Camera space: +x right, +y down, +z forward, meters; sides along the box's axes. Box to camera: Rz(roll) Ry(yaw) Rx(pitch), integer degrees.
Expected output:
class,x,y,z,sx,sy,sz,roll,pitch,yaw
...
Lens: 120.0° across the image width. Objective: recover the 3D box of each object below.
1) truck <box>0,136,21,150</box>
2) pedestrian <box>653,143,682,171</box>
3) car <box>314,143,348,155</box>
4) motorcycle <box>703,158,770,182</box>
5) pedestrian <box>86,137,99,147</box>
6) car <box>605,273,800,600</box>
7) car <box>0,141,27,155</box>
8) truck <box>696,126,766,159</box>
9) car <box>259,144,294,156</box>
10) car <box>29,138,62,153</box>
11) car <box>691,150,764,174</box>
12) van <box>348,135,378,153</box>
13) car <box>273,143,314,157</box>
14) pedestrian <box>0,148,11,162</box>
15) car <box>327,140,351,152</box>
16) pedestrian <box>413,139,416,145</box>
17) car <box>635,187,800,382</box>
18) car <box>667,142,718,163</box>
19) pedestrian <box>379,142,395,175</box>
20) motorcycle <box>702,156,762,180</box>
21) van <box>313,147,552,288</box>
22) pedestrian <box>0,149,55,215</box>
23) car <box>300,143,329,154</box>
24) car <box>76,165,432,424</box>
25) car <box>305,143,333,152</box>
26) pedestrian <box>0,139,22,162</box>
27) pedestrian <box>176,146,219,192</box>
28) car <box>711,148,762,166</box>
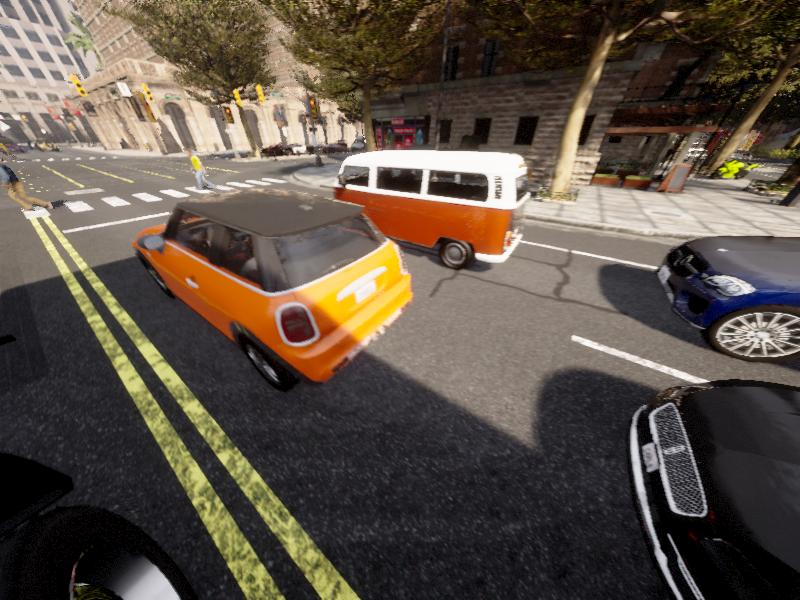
class,x,y,z,sx,sy,sz,roll,pitch,yaw
truck,-73.998,-29.401,43.205,6.274,2.098,2.390,22,41,28
pedestrian,21.623,-11.584,18.707,0.751,1.860,0.751,-27,44,-34
car,-11.464,-25.389,38.737,2.033,1.411,5.357,22,40,27
motorcycle,20.931,-8.131,14.436,2.033,1.145,0.803,3,45,3
pedestrian,-69.849,-35.943,52.460,0.751,1.860,0.751,18,39,23
car,3.721,1.650,0.314,4.892,1.490,1.837,21,40,27
car,-56.769,-22.228,33.712,4.193,1.474,1.816,22,40,27
truck,51.094,-24.595,36.125,2.891,3.827,8.468,22,40,27
car,-18.700,-22.907,35.153,1.994,1.385,4.181,22,40,27
car,-57.567,-25.159,37.524,4.605,1.855,1.932,22,40,27
car,28.842,-12.411,20.613,2.231,1.521,4.892,22,40,27
van,-6.837,-29.709,43.938,1.988,2.561,5.915,22,40,27
car,-15.507,-22.087,33.878,2.038,1.542,4.974,22,40,27
pedestrian,-40.643,-14.928,23.105,0.751,1.860,0.751,11,36,14
car,-11.445,-29.164,43.679,1.905,1.878,3.866,22,40,27
pedestrian,4.996,-55.063,80.431,0.751,1.860,0.751,11,36,15
car,6.258,0.170,2.335,5.027,1.651,2.152,22,40,27
car,37.517,-19.202,29.862,2.435,2.045,5.566,22,40,27
pedestrian,-0.883,-9.640,15.712,0.751,1.860,0.751,22,40,27
motorcycle,21.601,-8.633,15.085,1.805,1.236,0.856,3,35,3
van,0.510,-2.272,5.390,4.480,2.038,2.069,21,40,27
pedestrian,-13.029,-3.963,7.775,0.751,1.860,0.751,23,41,28
car,-14.687,-26.241,39.940,1.994,1.385,4.181,23,41,28
car,-2.118,-0.777,3.449,4.553,1.767,2.097,22,40,27
car,-15.313,-29.004,43.920,1.895,1.301,4.718,22,40,27
pedestrian,-39.668,-15.084,23.332,0.751,1.860,0.751,23,41,29
pedestrian,-9.776,-6.346,11.200,0.751,1.860,0.751,24,41,30
car,38.098,-16.351,26.299,1.970,1.475,3.806,22,40,27
